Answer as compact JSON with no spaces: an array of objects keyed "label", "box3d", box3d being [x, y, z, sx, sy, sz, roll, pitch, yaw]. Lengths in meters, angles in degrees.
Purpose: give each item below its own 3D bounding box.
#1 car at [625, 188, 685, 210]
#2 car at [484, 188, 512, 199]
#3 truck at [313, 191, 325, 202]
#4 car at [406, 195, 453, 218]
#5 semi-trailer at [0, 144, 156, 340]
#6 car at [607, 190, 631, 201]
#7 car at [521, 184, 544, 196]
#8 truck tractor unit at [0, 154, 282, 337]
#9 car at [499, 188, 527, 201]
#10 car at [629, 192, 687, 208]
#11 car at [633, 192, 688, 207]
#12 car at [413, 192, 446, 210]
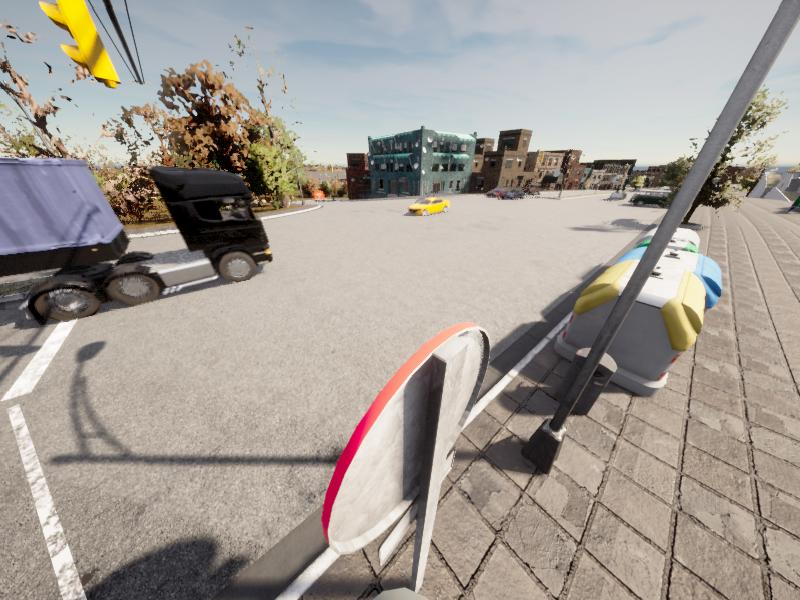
[{"label":"car","box3d":[32.099,-12.864,29.311,4.442,1.987,1.878,17,33,25]},{"label":"car","box3d":[15.361,-16.764,36.203,4.181,1.385,1.994,-21,36,-35]},{"label":"truck","box3d":[-21.344,-27.265,60.921,2.627,2.467,5.204,-10,25,-16]},{"label":"car","box3d":[3.106,-9.737,23.882,5.008,1.535,1.882,-23,37,-34]},{"label":"semi-trailer","box3d":[-14.572,-0.068,3.483,14.254,4.402,2.717,-22,37,-34]},{"label":"car","box3d":[36.171,-17.322,38.163,3.633,1.501,1.845,-21,36,-35]},{"label":"car","box3d":[24.771,-20.608,43.137,3.866,1.878,1.905,-21,36,-35]},{"label":"truck tractor unit","box3d":[-8.514,-2.445,7.988,6.516,4.208,3.053,-22,37,-34]},{"label":"car","box3d":[16.438,-15.335,33.551,4.193,1.474,1.816,-21,36,-35]},{"label":"car","box3d":[34.472,-13.468,31.109,4.674,1.452,2.002,17,32,25]},{"label":"car","box3d":[36.754,-14.328,32.812,4.674,1.452,2.002,17,33,25]},{"label":"car","box3d":[3.575,-11.871,27.638,3.633,1.501,1.845,-23,36,-34]}]
